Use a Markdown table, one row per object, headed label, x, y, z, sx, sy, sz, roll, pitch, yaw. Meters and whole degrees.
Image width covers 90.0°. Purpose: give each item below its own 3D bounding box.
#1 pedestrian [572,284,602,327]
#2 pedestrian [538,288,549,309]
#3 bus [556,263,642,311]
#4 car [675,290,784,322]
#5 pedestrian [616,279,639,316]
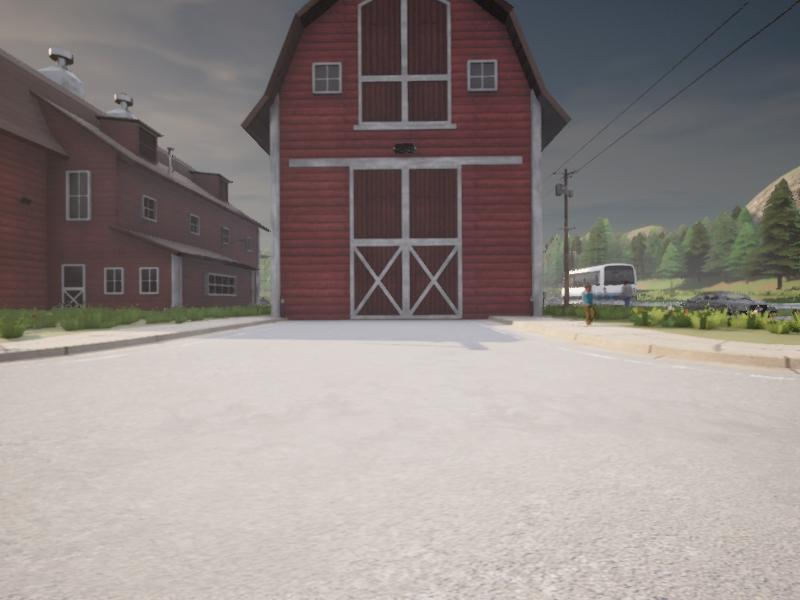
| label | x | y | z | sx | sy | sz | roll | pitch | yaw |
| --- | --- | --- | --- | --- | --- | --- | --- | --- | --- |
| pedestrian | 4.976 | 0.135 | 10.640 | 0.500 | 1.100 | 0.500 | 0 | 0 | -20 |
| pedestrian | 12.464 | -0.121 | 34.796 | 0.751 | 1.860 | 0.751 | 0 | 0 | 5 |
| bus | 19.875 | -1.179 | 41.157 | 3.944 | 4.253 | 10.273 | 0 | 0 | 2 |
| car | 15.909 | 0.266 | 19.651 | 1.994 | 1.385 | 4.181 | 0 | 0 | 2 |
| pedestrian | 11.906 | -0.131 | 20.952 | 0.751 | 1.860 | 0.751 | 0 | 0 | -1 |
